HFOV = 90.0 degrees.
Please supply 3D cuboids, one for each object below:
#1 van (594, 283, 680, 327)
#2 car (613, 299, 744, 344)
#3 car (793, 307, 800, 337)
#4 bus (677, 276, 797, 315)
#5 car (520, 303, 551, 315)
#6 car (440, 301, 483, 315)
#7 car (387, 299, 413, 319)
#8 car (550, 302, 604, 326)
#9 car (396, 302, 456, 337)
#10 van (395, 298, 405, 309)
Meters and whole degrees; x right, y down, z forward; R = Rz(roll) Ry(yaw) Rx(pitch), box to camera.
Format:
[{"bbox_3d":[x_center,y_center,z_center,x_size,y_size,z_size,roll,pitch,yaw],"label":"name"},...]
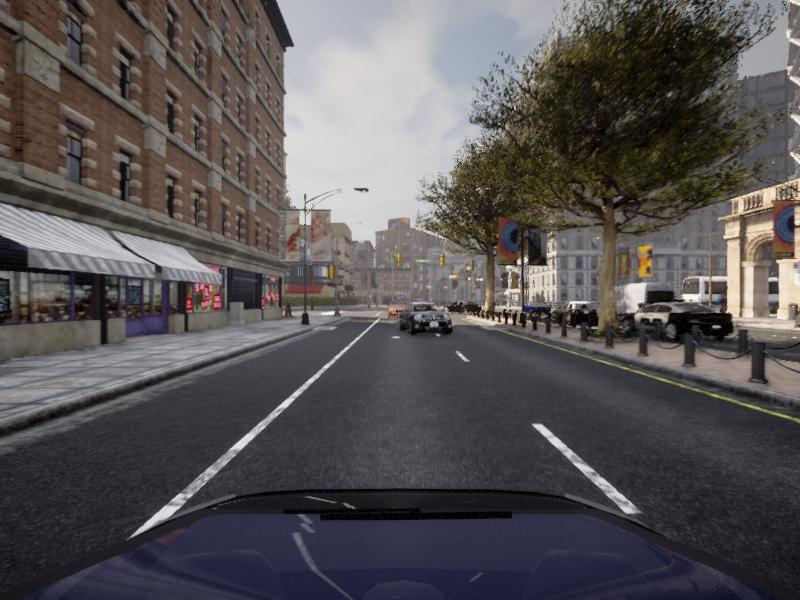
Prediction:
[{"bbox_3d":[15.006,0.328,25.862,1.988,2.561,5.915,0,-1,0],"label":"van"},{"bbox_3d":[11.501,0.778,17.120,1.930,1.638,5.238,0,0,0],"label":"car"},{"bbox_3d":[18.250,0.944,15.252,1.895,1.301,4.718,0,0,0],"label":"car"},{"bbox_3d":[38.043,-0.519,45.537,10.273,4.253,3.944,0,0,1],"label":"bus"},{"bbox_3d":[15.001,0.960,44.627,1.895,1.301,4.718,0,0,0],"label":"car"},{"bbox_3d":[7.007,0.861,45.986,1.837,1.490,4.892,2,-1,-41],"label":"car"},{"bbox_3d":[0.001,0.770,35.822,2.242,1.667,4.611,0,0,0],"label":"car"},{"bbox_3d":[11.506,0.863,26.275,1.970,1.475,3.806,0,0,3],"label":"car"},{"bbox_3d":[1.131,0.860,19.310,1.970,1.475,3.806,0,0,-11],"label":"car"},{"bbox_3d":[0.001,0.625,73.306,1.775,1.987,4.442,0,0,0],"label":"van"}]
